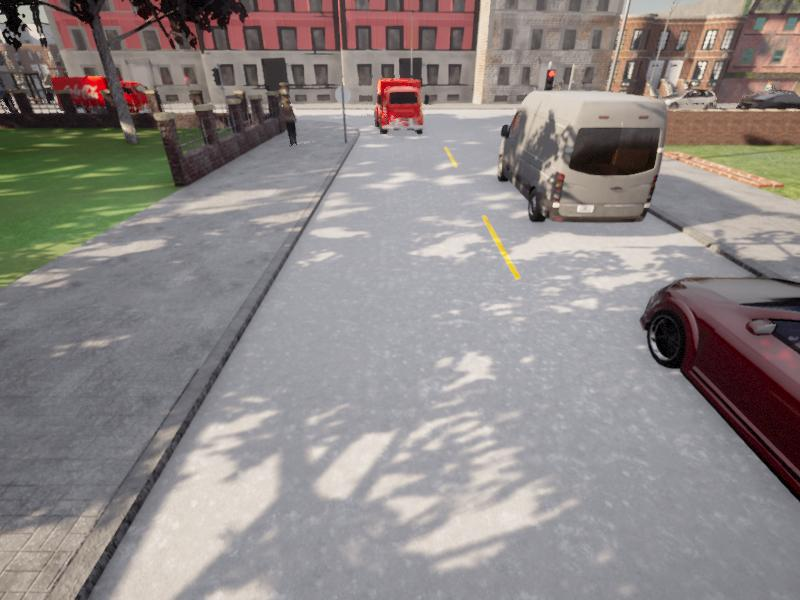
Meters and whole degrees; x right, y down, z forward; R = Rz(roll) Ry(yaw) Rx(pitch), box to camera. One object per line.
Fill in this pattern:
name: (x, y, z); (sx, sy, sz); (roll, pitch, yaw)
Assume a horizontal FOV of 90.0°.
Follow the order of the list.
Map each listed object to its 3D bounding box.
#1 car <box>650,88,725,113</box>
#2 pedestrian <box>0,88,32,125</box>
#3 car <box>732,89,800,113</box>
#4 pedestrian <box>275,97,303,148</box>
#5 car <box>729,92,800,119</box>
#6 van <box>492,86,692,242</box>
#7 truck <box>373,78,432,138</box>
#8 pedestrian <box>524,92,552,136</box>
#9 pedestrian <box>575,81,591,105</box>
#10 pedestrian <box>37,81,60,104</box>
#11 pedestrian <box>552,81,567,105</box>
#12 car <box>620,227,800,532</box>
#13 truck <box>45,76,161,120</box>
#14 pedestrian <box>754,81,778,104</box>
car: (21.943, -15.320, 30.701); (3.988, 1.617, 1.851); (0, 30, 0)
pedestrian: (-22.255, -11.119, 22.987); (0.751, 1.860, 0.751); (1, 30, 1)
car: (28.302, -15.275, 30.701); (3.633, 1.501, 1.845); (0, 30, 0)
pedestrian: (-4.524, -7.279, 16.408); (0.751, 1.860, 0.751); (0, 30, 0)
car: (25.903, -13.264, 27.245); (5.008, 1.535, 1.882); (0, 30, 0)
van: (3.973, -3.764, 9.963); (1.988, 2.561, 5.915); (0, 30, 1)
truck: (-0.020, -10.363, 21.336); (2.627, 2.467, 5.204); (-2, 31, -4)
pedestrian: (6.644, -8.966, 19.283); (0.751, 1.860, 0.751); (24, 38, 35)
pedestrian: (16.008, -18.094, 34.949); (0.751, 1.860, 0.751); (4, 30, 7)
pedestrian: (-32.226, -19.074, 36.722); (0.751, 1.860, 0.751); (9, 31, 15)
pedestrian: (13.820, -17.924, 34.658); (0.751, 1.860, 0.751); (4, 30, 6)
car: (4.028, 0.769, 3.354); (1.994, 1.385, 4.181); (0, 30, 0)
truck: (-19.813, -13.687, 27.029); (5.204, 2.467, 2.627); (0, 30, -1)
pedestrian: (33.633, -19.090, 36.756); (0.751, 1.860, 0.751); (-4, 31, -7)
